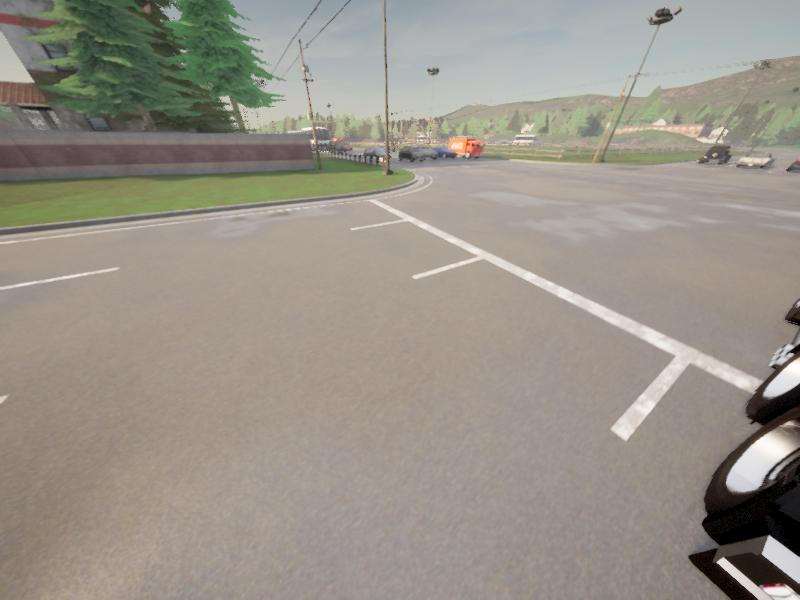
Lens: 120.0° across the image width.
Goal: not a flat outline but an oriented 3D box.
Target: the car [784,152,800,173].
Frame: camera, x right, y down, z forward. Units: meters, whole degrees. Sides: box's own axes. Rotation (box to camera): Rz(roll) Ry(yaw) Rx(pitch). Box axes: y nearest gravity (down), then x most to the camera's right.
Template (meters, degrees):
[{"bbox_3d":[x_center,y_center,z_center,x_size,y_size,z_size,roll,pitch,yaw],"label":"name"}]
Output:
[{"bbox_3d":[38.011,-12.644,21.051,4.611,1.667,2.242,-19,39,-25],"label":"car"}]

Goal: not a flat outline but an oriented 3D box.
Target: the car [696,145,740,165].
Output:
[{"bbox_3d":[38.218,-17.453,27.777,3.866,1.878,1.905,-19,39,-25],"label":"car"}]

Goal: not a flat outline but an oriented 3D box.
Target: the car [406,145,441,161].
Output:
[{"bbox_3d":[3.095,-20.309,31.829,2.152,1.651,5.027,-19,39,-25],"label":"car"}]

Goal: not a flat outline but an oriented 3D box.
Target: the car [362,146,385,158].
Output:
[{"bbox_3d":[-4.262,-23.508,36.590,1.994,1.385,4.181,-18,39,-24],"label":"car"}]

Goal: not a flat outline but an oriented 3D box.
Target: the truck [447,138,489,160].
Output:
[{"bbox_3d":[9.733,-22.091,33.700,2.627,2.467,5.204,-19,39,-25],"label":"truck"}]

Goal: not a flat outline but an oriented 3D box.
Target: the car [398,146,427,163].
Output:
[{"bbox_3d":[1.419,-18.007,28.564,1.789,1.549,3.705,-19,39,-25],"label":"car"}]

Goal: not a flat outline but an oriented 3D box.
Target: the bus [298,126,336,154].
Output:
[{"bbox_3d":[-17.114,-32.869,47.365,3.944,4.253,10.273,-21,40,-25],"label":"bus"}]

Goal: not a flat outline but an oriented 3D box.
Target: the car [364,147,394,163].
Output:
[{"bbox_3d":[-2.667,-17.976,28.582,1.812,1.442,4.674,-19,39,-25],"label":"car"}]

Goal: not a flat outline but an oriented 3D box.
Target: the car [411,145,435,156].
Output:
[{"bbox_3d":[4.049,-27.089,41.676,2.007,1.525,4.514,-19,39,-25],"label":"car"}]

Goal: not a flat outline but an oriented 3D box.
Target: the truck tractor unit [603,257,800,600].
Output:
[{"bbox_3d":[5.098,-0.313,0.801,6.516,4.208,3.053,-19,39,-25],"label":"truck tractor unit"}]

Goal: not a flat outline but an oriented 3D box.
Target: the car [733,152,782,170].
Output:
[{"bbox_3d":[37.686,-14.707,24.344,4.718,1.301,1.895,-19,39,-25],"label":"car"}]

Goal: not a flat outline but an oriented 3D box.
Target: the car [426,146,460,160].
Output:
[{"bbox_3d":[6.097,-21.288,33.338,1.882,1.535,5.008,-19,39,-25],"label":"car"}]
